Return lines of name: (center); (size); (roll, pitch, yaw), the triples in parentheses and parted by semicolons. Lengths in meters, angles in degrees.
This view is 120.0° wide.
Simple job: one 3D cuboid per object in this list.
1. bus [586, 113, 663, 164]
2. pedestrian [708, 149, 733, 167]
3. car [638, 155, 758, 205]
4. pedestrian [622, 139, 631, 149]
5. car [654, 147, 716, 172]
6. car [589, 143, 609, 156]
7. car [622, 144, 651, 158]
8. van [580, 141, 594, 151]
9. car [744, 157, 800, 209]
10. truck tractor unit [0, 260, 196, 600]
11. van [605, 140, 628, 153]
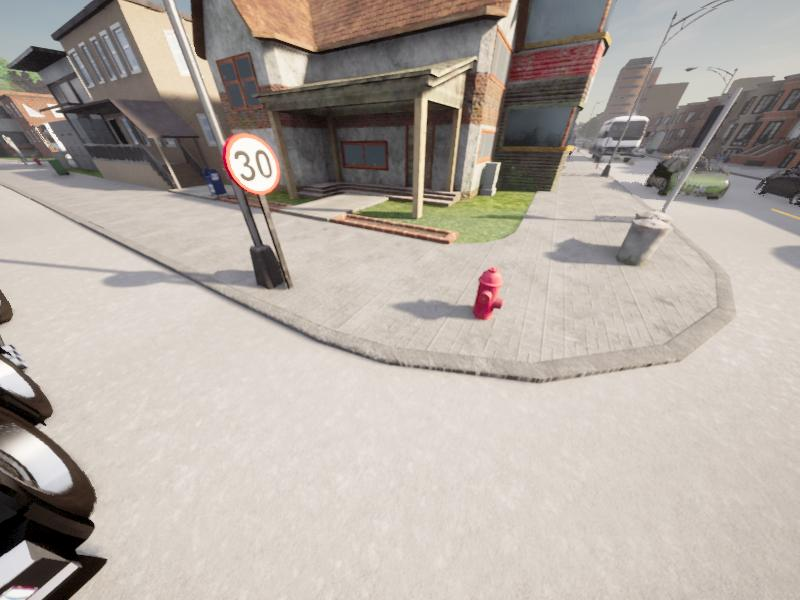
bus: (26.360, -19.498, 28.055); (3.944, 4.253, 10.273); (18, 39, 24)
pedestrian: (28.489, -12.626, 20.523); (0.751, 1.300, 0.751); (-25, 42, -31)
car: (13.660, -5.939, 11.076); (2.007, 1.525, 4.514); (18, 39, 25)
pedestrian: (54.687, -37.671, 55.775); (0.751, 1.860, 0.751); (4, 35, 6)
car: (24.863, -12.560, 20.438); (1.801, 1.575, 5.366); (18, 39, 25)
car: (32.979, -25.086, 38.427); (1.837, 1.490, 4.892); (18, 40, 24)
car: (33.787, -21.361, 33.092); (1.970, 1.475, 3.806); (18, 39, 25)
van: (45.638, -37.658, 56.333); (1.775, 1.987, 4.442); (18, 39, 24)
car: (17.052, -4.821, 9.438); (1.845, 1.501, 3.633); (18, 39, 25)
truck tractor unit: (-5.101, -0.312, 0.788); (6.516, 4.208, 3.053); (19, 39, 24)
van: (42.889, -30.525, 45.895); (2.069, 2.038, 4.480); (18, 39, 24)
